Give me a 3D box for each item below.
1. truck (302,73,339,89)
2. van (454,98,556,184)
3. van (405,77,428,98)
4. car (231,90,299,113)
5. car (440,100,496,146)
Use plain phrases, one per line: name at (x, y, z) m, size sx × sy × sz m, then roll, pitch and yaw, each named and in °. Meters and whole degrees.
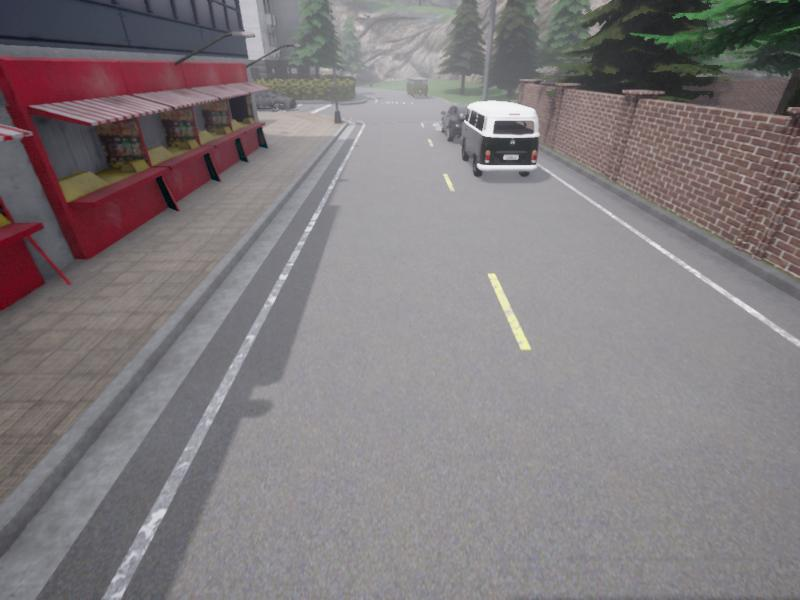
truck at (-12.969, -35.764, 65.249) m, size 6.274 × 2.098 × 2.390 m, roll 26°, pitch 39°, yaw 36°
van at (3.210, -5.471, 13.389) m, size 2.069 × 2.038 × 4.480 m, roll 0°, pitch 30°, yaw -1°
van at (1.880, -24.509, 46.079) m, size 1.775 × 1.987 × 4.442 m, roll -5°, pitch 31°, yaw -8°
car at (-9.847, -14.652, 29.438) m, size 4.181 × 1.385 × 1.994 m, roll 1°, pitch 30°, yaw 2°
car at (3.143, -8.759, 19.568) m, size 1.837 × 1.490 × 4.892 m, roll 0°, pitch 30°, yaw 0°
